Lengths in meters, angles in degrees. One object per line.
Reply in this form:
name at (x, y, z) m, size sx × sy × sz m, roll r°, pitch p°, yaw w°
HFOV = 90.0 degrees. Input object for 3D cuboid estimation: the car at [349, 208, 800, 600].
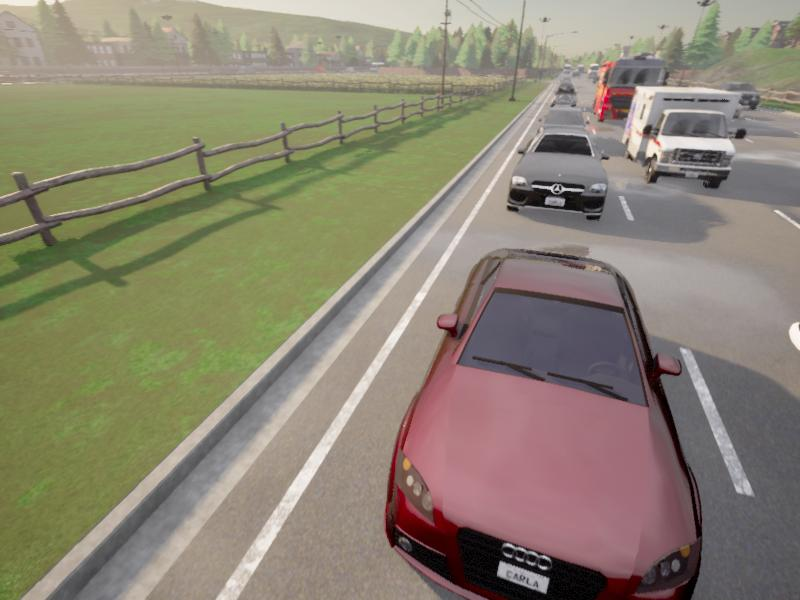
car at (1.369, 0.495, 3.830) m, size 1.994 × 1.385 × 4.181 m, roll 10°, pitch 32°, yaw 17°

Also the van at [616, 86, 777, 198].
van at (9.134, -5.577, 13.273) m, size 2.351 × 2.431 × 6.366 m, roll 11°, pitch 32°, yaw 17°

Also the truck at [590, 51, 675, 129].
truck at (14.635, -13.815, 26.053) m, size 2.891 × 3.827 × 8.468 m, roll 11°, pitch 32°, yaw 17°

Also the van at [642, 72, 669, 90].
van at (42.820, -36.827, 67.171) m, size 2.351 × 2.431 × 6.366 m, roll 11°, pitch 32°, yaw 17°

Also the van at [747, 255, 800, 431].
van at (4.571, 0.986, 2.365) m, size 2.069 × 2.038 × 4.480 m, roll 10°, pitch 32°, yaw 17°

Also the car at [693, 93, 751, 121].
car at (22.880, -13.880, 28.604) m, size 1.970 × 1.475 × 3.806 m, roll 11°, pitch 32°, yaw 17°

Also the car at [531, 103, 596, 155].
car at (7.296, -7.799, 17.985) m, size 2.163 × 1.488 × 4.792 m, roll 11°, pitch 32°, yaw 17°

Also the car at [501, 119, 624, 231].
car at (4.216, -3.575, 10.578) m, size 2.152 × 1.651 × 5.027 m, roll 11°, pitch 32°, yaw 17°

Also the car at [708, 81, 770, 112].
car at (29.235, -17.763, 34.767) m, size 2.150 × 2.045 × 5.566 m, roll 11°, pitch 32°, yaw 17°

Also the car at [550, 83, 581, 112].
car at (13.663, -16.823, 33.110) m, size 1.932 × 1.855 × 4.605 m, roll 11°, pitch 32°, yaw 17°
